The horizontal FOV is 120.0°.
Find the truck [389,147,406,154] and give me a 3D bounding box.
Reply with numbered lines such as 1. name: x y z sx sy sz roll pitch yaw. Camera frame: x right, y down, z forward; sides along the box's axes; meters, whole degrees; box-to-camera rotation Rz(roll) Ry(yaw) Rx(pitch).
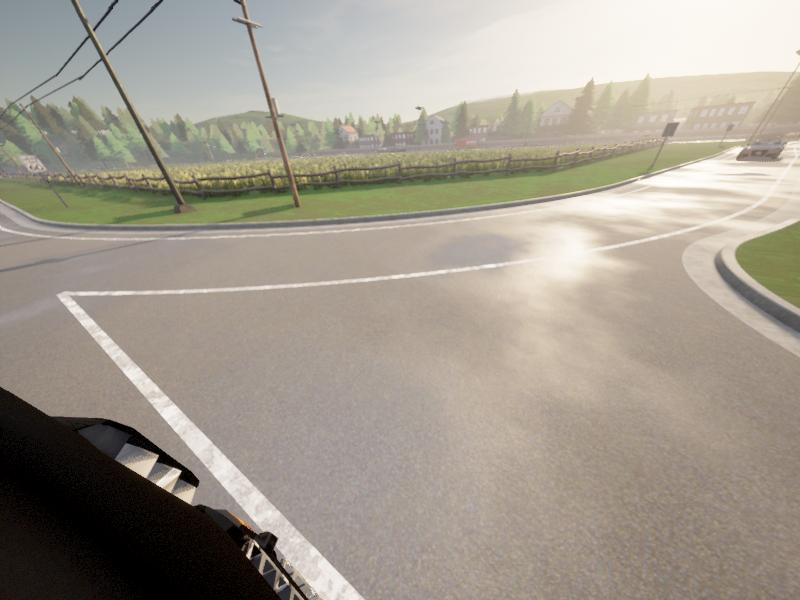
1. truck: -0.881 -59.898 92.550 6.274 2.098 2.390 16 38 26

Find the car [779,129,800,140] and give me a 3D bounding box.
1. car: 75.901 -30.904 42.894 5.366 1.575 1.801 16 38 26

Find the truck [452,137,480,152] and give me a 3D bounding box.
1. truck: 22.687 -53.839 79.889 8.468 3.827 2.891 16 38 26

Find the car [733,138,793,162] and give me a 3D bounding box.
1. car: 29.263 -12.139 18.634 4.181 1.385 1.994 -23 38 -27

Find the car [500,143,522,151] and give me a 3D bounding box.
1. car: 31.582 -43.656 65.763 5.238 1.638 1.930 16 38 27

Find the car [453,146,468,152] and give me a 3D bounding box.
1. car: 19.672 -49.249 75.345 4.193 1.474 1.816 16 38 26

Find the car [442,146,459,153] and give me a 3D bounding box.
1. car: 16.047 -48.128 73.776 4.611 1.667 2.242 16 38 26
